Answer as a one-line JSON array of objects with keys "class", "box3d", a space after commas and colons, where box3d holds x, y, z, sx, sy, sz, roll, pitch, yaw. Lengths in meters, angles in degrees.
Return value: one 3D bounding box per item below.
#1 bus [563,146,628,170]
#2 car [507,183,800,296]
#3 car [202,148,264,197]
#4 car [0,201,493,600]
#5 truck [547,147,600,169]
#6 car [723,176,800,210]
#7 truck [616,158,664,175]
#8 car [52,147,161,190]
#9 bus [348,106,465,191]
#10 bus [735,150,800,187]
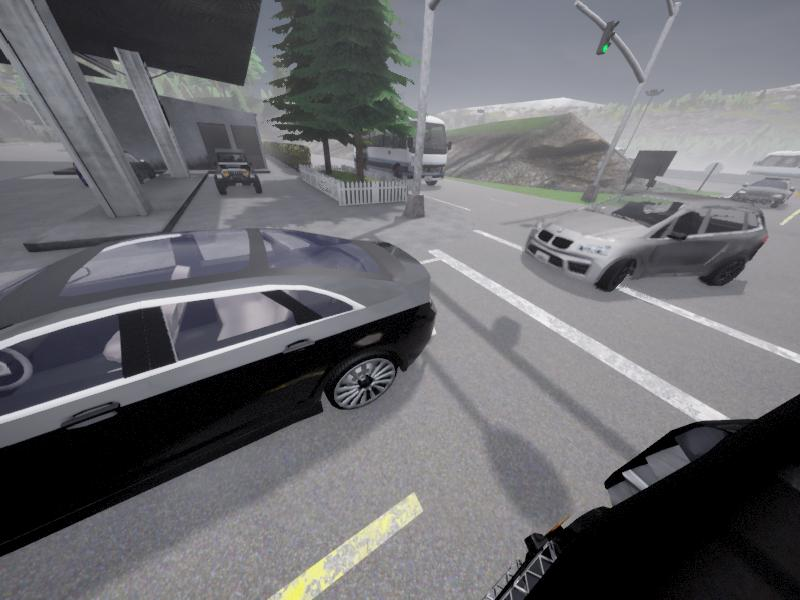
[{"class": "bus", "box3d": [45.848, -33.827, 54.922, 3.944, 4.253, 10.273, -16, 38, -26]}, {"class": "car", "box3d": [5.368, -1.492, 5.214, 4.611, 1.667, 2.242, -3, 33, -11]}, {"class": "car", "box3d": [-8.742, -6.877, 12.282, 1.905, 1.878, 3.866, -16, 38, -26]}, {"class": "car", "box3d": [-1.948, 0.338, 1.921, 4.902, 1.511, 2.128, -16, 38, -26]}, {"class": "truck", "box3d": [39.328, -32.519, 52.837, 2.891, 3.827, 8.468, -16, 38, -26]}, {"class": "car", "box3d": [23.824, -7.068, 15.044, 4.974, 1.542, 2.038, -16, 38, -26]}, {"class": "truck", "box3d": [45.667, -25.609, 44.156, 2.627, 2.467, 5.204, -16, 38, -26]}, {"class": "car", "box3d": [-15.821, -7.473, 12.935, 2.242, 1.667, 4.611, -16, 38, -26]}, {"class": "bus", "box3d": [-0.335, -11.901, 18.342, 3.944, 4.253, 10.273, -16, 38, -26]}, {"class": "bus", "box3d": [57.443, -18.415, 32.610, 3.944, 4.253, 10.273, -16, 38, -26]}]
